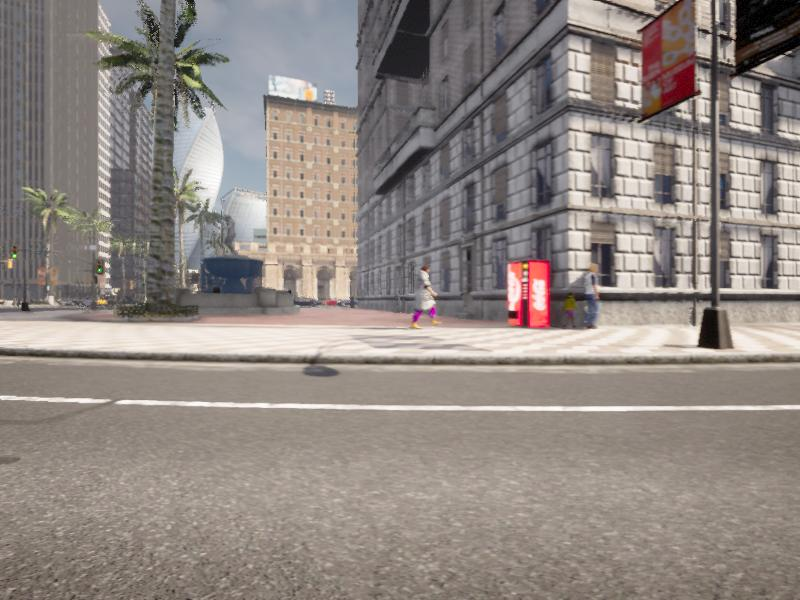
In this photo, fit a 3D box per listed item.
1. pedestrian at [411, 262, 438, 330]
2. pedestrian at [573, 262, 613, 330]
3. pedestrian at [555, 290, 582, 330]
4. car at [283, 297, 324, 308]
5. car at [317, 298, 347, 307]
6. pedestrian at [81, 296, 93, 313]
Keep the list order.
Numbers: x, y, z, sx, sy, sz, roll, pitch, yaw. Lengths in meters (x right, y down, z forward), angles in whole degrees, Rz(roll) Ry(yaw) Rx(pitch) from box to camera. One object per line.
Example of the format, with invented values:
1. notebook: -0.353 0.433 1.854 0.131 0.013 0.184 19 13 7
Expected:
1. pedestrian: 0.695 -0.107 11.431 0.751 1.860 0.751 0 0 2
2. pedestrian: 5.378 -0.108 11.195 0.751 1.860 0.751 0 0 -1
3. pedestrian: 4.780 0.272 11.348 0.500 1.100 0.500 0 0 -14
4. car: -13.416 0.335 55.659 5.357 1.411 2.033 0 0 -17
5. car: -10.318 0.350 60.309 4.181 1.385 1.994 0 0 -18
6. pedestrian: -20.841 0.289 26.672 0.500 1.100 0.500 0 0 -20
